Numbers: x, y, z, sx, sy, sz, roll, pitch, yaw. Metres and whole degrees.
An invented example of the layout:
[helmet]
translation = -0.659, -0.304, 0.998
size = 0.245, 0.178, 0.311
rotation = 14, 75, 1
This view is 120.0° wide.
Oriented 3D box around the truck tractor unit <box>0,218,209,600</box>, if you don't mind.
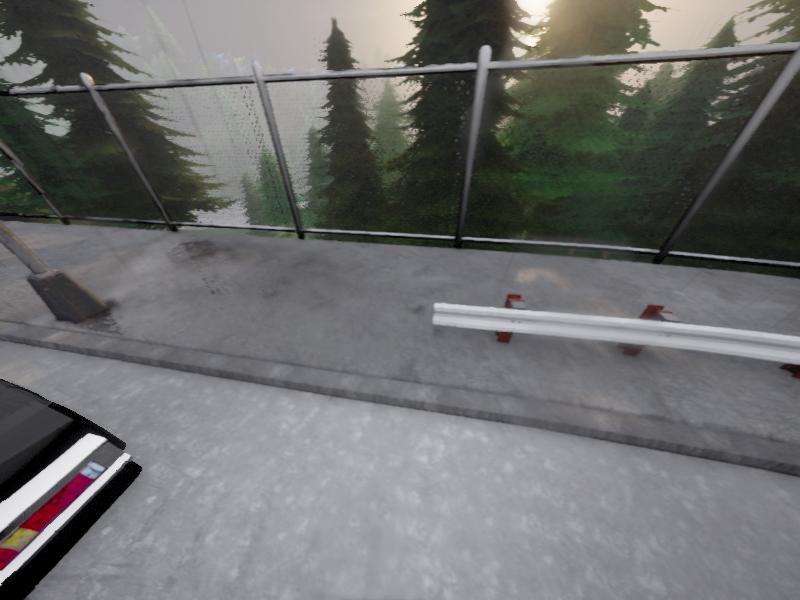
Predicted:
[truck tractor unit]
translation = -5.337, 0.050, 0.290
size = 6.516, 4.208, 3.053
rotation = 6, 36, 9
